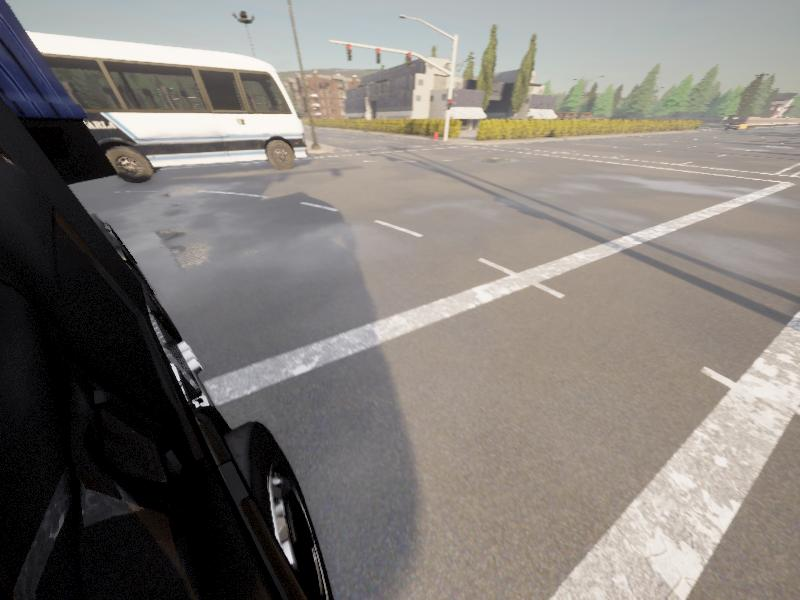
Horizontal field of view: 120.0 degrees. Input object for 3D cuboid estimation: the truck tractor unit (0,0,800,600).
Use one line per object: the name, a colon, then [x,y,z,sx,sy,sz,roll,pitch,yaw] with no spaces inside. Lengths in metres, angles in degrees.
truck tractor unit: [-2.645,-0.295,0.352,6.516,4.208,3.053,28,43,30]

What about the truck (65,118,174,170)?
truck: [-16.261,-9.681,14.018,2.390,2.098,6.274,-21,43,-24]

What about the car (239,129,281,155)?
car: [-11.091,-12.508,18.214,1.994,1.385,4.181,-21,43,-25]

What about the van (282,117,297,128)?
van: [-33.464,-53.822,69.902,2.351,2.431,6.366,-20,43,-24]

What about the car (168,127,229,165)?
car: [-12.857,-10.196,15.064,2.152,1.651,5.027,-21,43,-24]

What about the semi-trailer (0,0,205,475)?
semi-trailer: [-10.131,-0.817,0.839,14.254,4.402,2.717,-3,37,-4]

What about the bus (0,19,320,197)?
bus: [-9.680,-7.985,10.130,10.273,4.253,3.944,-22,43,-26]

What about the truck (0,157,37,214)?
truck: [-13.754,-2.873,5.070,5.204,2.467,2.627,-21,43,-24]
